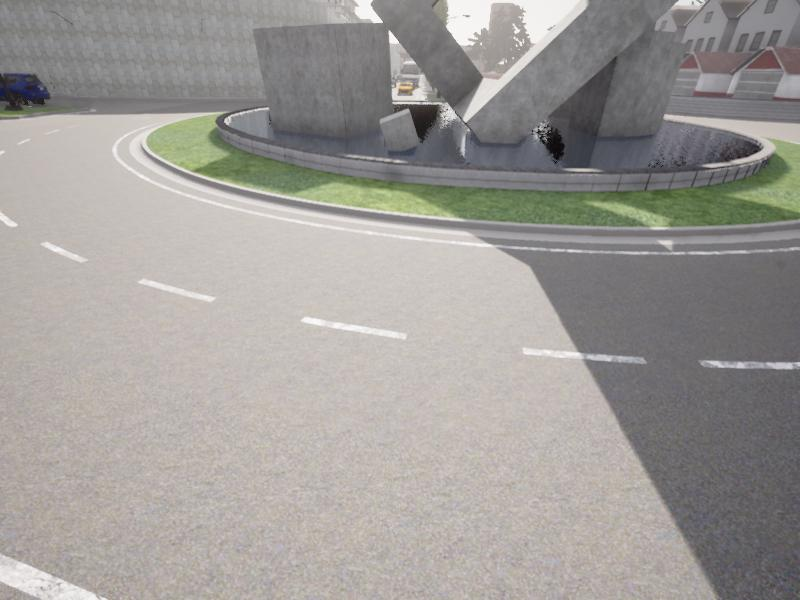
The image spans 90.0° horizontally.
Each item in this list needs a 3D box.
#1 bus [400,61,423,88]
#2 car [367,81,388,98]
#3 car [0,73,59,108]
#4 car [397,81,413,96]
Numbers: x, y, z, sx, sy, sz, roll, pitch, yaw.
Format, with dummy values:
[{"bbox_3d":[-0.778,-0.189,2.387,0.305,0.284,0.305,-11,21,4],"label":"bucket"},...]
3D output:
[{"bbox_3d":[2.340,-44.254,78.312,3.944,4.253,10.273,3,30,2],"label":"bus"},{"bbox_3d":[-2.865,-27.187,51.534,2.152,1.651,5.027,3,30,2],"label":"car"},{"bbox_3d":[-28.267,-14.913,28.351,5.566,2.045,2.150,-2,31,-7],"label":"car"},{"bbox_3d":[0.724,-28.122,53.238,1.882,1.535,5.008,3,30,2],"label":"car"}]
